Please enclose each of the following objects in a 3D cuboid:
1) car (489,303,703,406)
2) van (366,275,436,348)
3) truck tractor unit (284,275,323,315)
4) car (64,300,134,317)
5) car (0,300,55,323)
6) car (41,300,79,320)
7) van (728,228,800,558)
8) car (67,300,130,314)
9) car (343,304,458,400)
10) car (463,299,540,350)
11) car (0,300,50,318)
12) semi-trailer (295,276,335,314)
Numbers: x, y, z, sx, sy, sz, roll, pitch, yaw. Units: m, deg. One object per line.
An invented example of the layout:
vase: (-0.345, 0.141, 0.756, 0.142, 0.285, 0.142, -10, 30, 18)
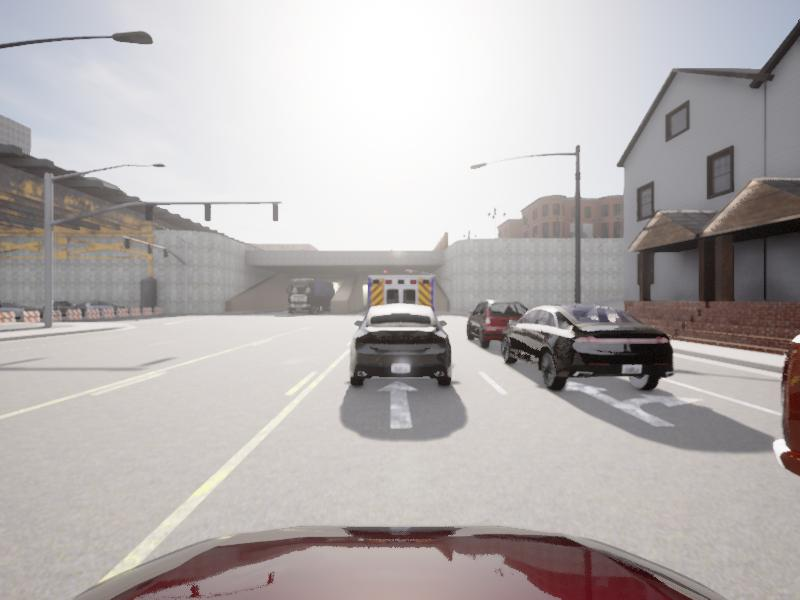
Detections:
car: (3.507, 0.836, 8.477, 2.128, 1.511, 4.902, 0, 0, 0)
van: (0.033, 0.378, 16.513, 2.351, 2.431, 6.366, 0, 0, 0)
truck tractor unit: (-10.964, -0.521, 46.166, 3.053, 4.208, 6.516, 0, 0, -2)
car: (-28.910, 0.795, 38.623, 2.038, 1.542, 4.974, 0, 0, 29)
car: (-28.125, 0.795, 28.647, 2.038, 1.542, 4.974, 0, 0, 44)
car: (-28.129, 0.795, 33.255, 2.038, 1.542, 4.974, 0, 0, -36)
van: (3.498, 0.571, 0.769, 2.069, 2.038, 4.480, 0, 0, 0)
car: (-28.935, 0.638, 38.577, 1.853, 1.218, 4.536, 0, 0, 29)
car: (0.014, 0.844, 8.810, 1.837, 1.490, 4.892, 0, 0, 0)
car: (3.528, 0.788, 14.672, 1.851, 1.617, 3.988, 0, 0, 0)
car: (-28.161, 0.638, 28.609, 1.853, 1.218, 4.536, 0, 0, 44)
semi-trailer: (-11.188, -0.621, 54.079, 2.717, 4.402, 14.254, 0, 0, -2)
